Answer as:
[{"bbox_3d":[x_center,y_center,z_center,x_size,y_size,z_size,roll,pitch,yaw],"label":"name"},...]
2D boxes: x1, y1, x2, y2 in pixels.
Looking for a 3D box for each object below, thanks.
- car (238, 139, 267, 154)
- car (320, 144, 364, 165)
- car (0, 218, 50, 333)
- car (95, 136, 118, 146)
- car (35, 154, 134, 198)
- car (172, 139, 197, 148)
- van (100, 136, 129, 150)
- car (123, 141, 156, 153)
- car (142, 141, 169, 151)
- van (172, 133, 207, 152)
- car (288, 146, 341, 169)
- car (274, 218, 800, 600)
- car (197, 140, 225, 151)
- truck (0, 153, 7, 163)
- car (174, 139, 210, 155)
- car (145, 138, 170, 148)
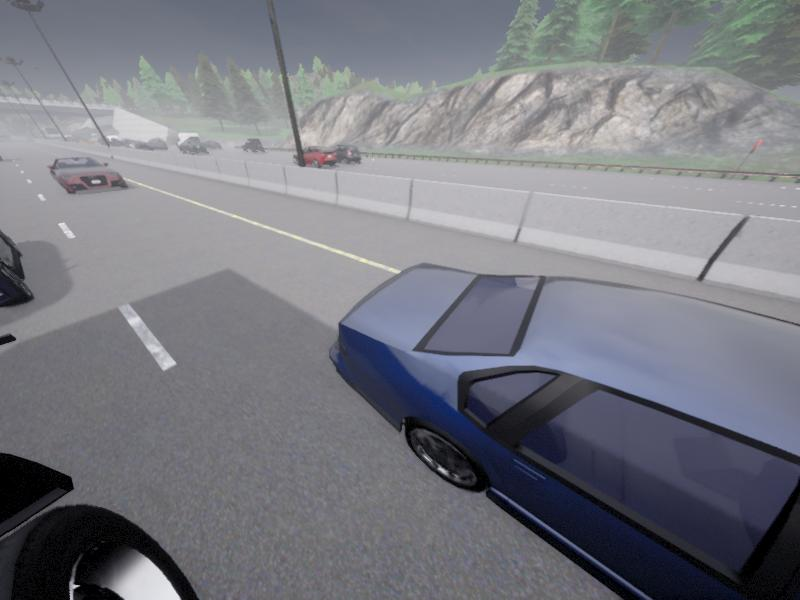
[{"bbox_3d":[-23.299,-24.397,36.565,3.866,1.878,1.905,22,41,28],"label":"car"},{"bbox_3d":[-5.827,-14.681,23.236,3.988,1.617,1.851,22,41,28],"label":"car"},{"bbox_3d":[-7.891,-0.752,3.476,4.856,1.649,2.033,22,41,28],"label":"car"},{"bbox_3d":[-74.751,-40.542,58.774,5.566,2.045,2.150,22,41,28],"label":"car"},{"bbox_3d":[-15.425,-6.179,11.307,4.181,1.385,1.994,22,41,28],"label":"car"},{"bbox_3d":[-46.561,-33.808,49.840,4.611,1.667,2.242,22,40,28],"label":"car"},{"bbox_3d":[-53.448,-29.377,43.181,4.480,2.038,2.069,22,41,28],"label":"van"},{"bbox_3d":[-40.810,-24.009,36.146,4.974,1.542,2.038,22,41,28],"label":"car"},{"bbox_3d":[-43.839,-27.641,41.405,4.181,1.385,1.994,22,41,28],"label":"car"},{"bbox_3d":[-37.158,-27.858,40.769,5.915,2.561,1.988,23,41,28],"label":"van"},{"bbox_3d":[-7.628,-12.800,20.624,4.514,1.525,2.007,24,41,29],"label":"car"},{"bbox_3d":[1.896,0.887,1.457,5.357,1.411,2.033,22,41,28],"label":"car"},{"bbox_3d":[-35.805,-29.347,43.779,4.902,1.511,2.128,22,41,28],"label":"car"},{"bbox_3d":[-40.113,-14.251,21.529,5.204,2.467,2.627,22,41,28],"label":"truck"},{"bbox_3d":[-30.171,-22.233,33.519,4.553,1.767,2.097,22,41,28],"label":"car"},{"bbox_3d":[-51.871,-33.512,49.372,4.611,1.667,2.242,22,41,28],"label":"car"}]
